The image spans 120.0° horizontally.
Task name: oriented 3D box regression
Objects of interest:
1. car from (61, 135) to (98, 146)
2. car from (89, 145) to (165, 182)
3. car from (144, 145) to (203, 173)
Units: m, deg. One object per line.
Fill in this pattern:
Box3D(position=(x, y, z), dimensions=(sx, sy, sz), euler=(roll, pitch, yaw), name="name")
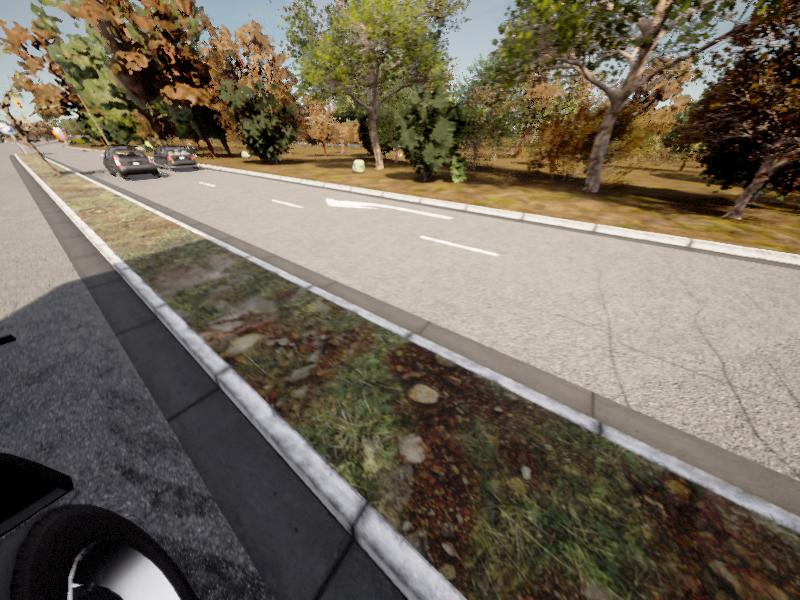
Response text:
Box3D(position=(-77.417, -38.589, 55.855), dimensions=(1.878, 1.987, 4.442), euler=(13, 37, 17), name="car")
Box3D(position=(-16.833, -8.513, 14.270), dimensions=(3.988, 1.617, 1.851), euler=(22, 41, 28), name="car")
Box3D(position=(-17.054, -10.692, 17.401), dimensions=(3.705, 1.549, 1.789), euler=(22, 41, 28), name="car")
